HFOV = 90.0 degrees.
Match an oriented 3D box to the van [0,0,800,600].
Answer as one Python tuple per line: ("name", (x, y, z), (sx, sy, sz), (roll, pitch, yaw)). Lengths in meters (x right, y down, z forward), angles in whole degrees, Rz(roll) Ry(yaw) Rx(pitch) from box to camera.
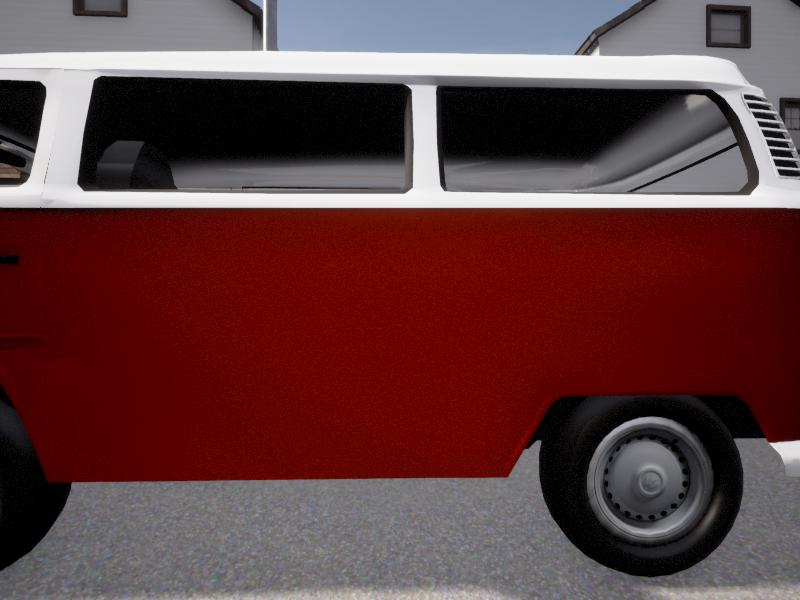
("van", (-0.423, -0.028, 2.192), (4.480, 2.038, 2.069), (0, 0, -2))
